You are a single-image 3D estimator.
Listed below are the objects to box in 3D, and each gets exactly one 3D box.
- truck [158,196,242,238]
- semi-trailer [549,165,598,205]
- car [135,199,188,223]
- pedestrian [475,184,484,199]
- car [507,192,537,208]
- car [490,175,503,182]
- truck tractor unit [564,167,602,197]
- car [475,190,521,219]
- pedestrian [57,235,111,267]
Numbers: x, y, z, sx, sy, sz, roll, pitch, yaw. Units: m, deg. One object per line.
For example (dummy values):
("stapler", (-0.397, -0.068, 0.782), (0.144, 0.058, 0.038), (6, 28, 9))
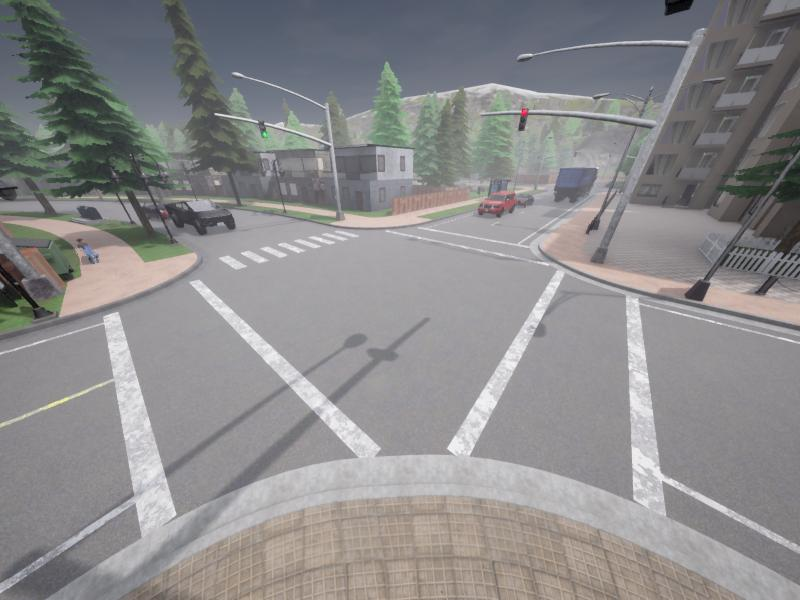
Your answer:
("truck", (-15.490, -6.599, 17.860), (6.274, 2.098, 2.390), (18, 34, 28))
("semi-trailer", (25.816, -17.200, 33.937), (2.717, 4.402, 14.254), (24, 37, 35))
("car", (-21.960, -8.258, 21.303), (3.633, 1.501, 1.845), (14, 33, 22))
("pedestrian", (11.589, -15.877, 33.853), (0.751, 1.860, 0.751), (19, 35, 30))
("car", (15.349, -12.575, 28.979), (1.994, 1.385, 4.181), (24, 38, 35))
("car", (29.590, -37.325, 71.038), (1.932, 1.855, 4.605), (23, 37, 34))
("truck tractor unit", (31.036, -20.085, 39.143), (3.053, 4.208, 6.516), (24, 38, 34))
("car", (10.071, -9.866, 23.608), (2.150, 2.045, 5.566), (24, 38, 35))
("pedestrian", (-14.858, -2.334, 10.917), (0.751, 1.300, 0.751), (-3, 30, -6))
